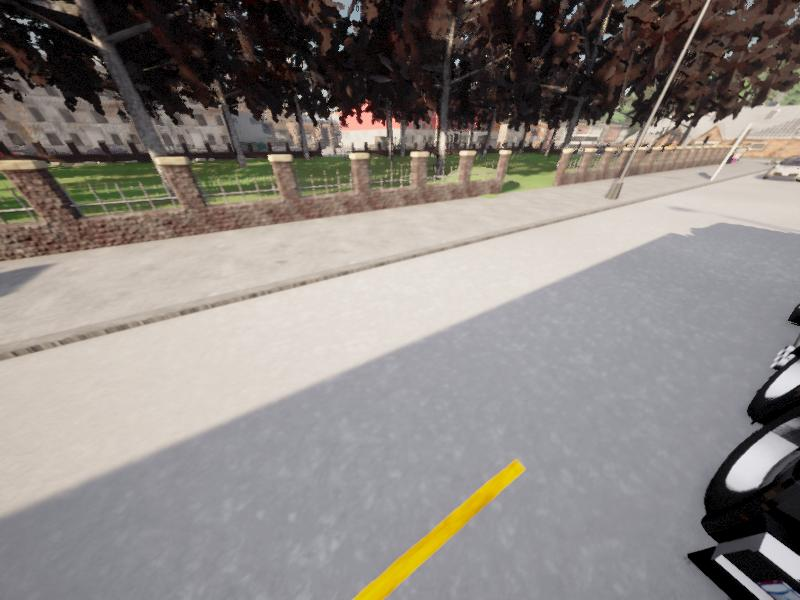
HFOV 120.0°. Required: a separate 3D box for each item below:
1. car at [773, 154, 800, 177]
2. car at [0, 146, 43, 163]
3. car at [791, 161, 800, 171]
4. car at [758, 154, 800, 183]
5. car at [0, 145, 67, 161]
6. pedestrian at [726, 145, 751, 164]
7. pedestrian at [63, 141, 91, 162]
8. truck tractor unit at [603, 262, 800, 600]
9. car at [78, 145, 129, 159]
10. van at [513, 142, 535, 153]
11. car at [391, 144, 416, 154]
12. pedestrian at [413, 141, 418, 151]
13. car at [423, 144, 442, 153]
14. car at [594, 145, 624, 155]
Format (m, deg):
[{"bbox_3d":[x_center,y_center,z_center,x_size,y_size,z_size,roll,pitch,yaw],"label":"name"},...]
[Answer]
[{"bbox_3d":[34.032,-11.283,19.320,5.357,1.411,2.033,-19,39,-25],"label":"car"},{"bbox_3d":[-43.068,-15.906,25.219,3.806,1.475,1.970,-18,39,-25],"label":"car"},{"bbox_3d":[40.459,-13.378,22.227,5.366,1.575,1.801,-18,39,-24],"label":"car"},{"bbox_3d":[28.172,-9.496,16.578,3.633,1.501,1.845,-19,39,-26],"label":"car"},{"bbox_3d":[-45.135,-17.895,28.032,4.902,1.511,2.128,-18,39,-25],"label":"car"},{"bbox_3d":[38.590,-16.575,26.341,0.751,1.860,0.751,-18,39,-24],"label":"pedestrian"},{"bbox_3d":[-35.066,-16.176,25.116,0.751,1.860,0.751,-13,37,-19],"label":"pedestrian"},{"bbox_3d":[5.106,-0.305,0.797,6.516,4.208,3.053,-18,39,-24],"label":"truck tractor unit"},{"bbox_3d":[-39.352,-19.804,30.809,3.633,1.501,1.845,-18,39,-24],"label":"car"},{"bbox_3d":[31.150,-38.548,58.339,4.480,2.038,2.069,14,37,18],"label":"van"},{"bbox_3d":[0.680,-30.284,46.244,4.514,1.525,2.007,-18,39,-24],"label":"car"},{"bbox_3d":[3.754,-36.784,55.103,0.751,1.860,0.751,-14,37,-20],"label":"pedestrian"},{"bbox_3d":[6.899,-32.331,49.218,3.705,1.549,1.789,-18,39,-24],"label":"car"},{"bbox_3d":[41.023,-29.506,45.475,1.845,1.501,3.633,-18,39,-24],"label":"car"}]
